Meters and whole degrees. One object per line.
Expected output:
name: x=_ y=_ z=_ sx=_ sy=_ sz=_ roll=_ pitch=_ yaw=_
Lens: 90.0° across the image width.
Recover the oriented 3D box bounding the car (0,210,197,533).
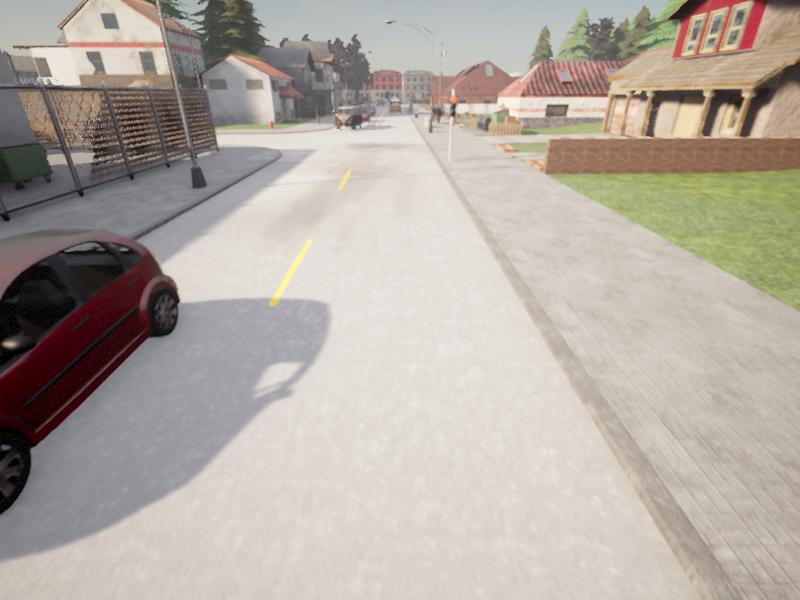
car: x=-4.047 y=0.405 z=4.057 sx=1.851 sy=1.617 sz=3.988 roll=0 pitch=27 yaw=-1

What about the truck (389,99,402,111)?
truck: x=-0.879 y=-38.156 z=78.170 sx=2.390 sy=2.098 sz=6.274 roll=0 pitch=27 yaw=0

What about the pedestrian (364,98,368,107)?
pedestrian: x=-8.220 y=-47.924 z=97.057 sx=0.751 sy=1.860 sz=0.751 roll=18 pitch=32 yaw=31

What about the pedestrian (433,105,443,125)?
pedestrian: x=3.863 y=-18.759 z=40.585 sx=0.751 sy=1.860 sz=0.751 roll=-3 pitch=27 yaw=-6

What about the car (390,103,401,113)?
car: x=-0.792 y=-34.149 z=71.023 sx=1.882 sy=1.535 sz=5.008 roll=0 pitch=27 yaw=0

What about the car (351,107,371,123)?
car: x=-4.520 y=-21.742 z=47.023 sx=2.007 sy=1.525 sz=4.514 roll=0 pitch=27 yaw=-1

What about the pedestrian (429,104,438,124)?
pedestrian: x=3.590 y=-19.804 z=42.610 sx=0.751 sy=1.860 sz=0.751 roll=-4 pitch=28 yaw=-8

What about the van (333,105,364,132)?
van: x=-4.719 y=-16.890 z=37.129 sx=1.775 sy=1.987 sz=4.442 roll=3 pitch=27 yaw=6

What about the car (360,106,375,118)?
car: x=-4.638 y=-27.124 z=57.614 sx=1.994 sy=1.385 sz=4.181 roll=0 pitch=27 yaw=-1

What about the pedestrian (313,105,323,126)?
pedestrian: x=-8.235 y=-18.659 z=40.420 sx=0.751 sy=1.860 sz=0.751 roll=-1 pitch=27 yaw=-3

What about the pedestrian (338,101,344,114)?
pedestrian: x=-9.290 y=-30.365 z=63.084 sx=0.751 sy=1.860 sz=0.751 roll=4 pitch=28 yaw=7
